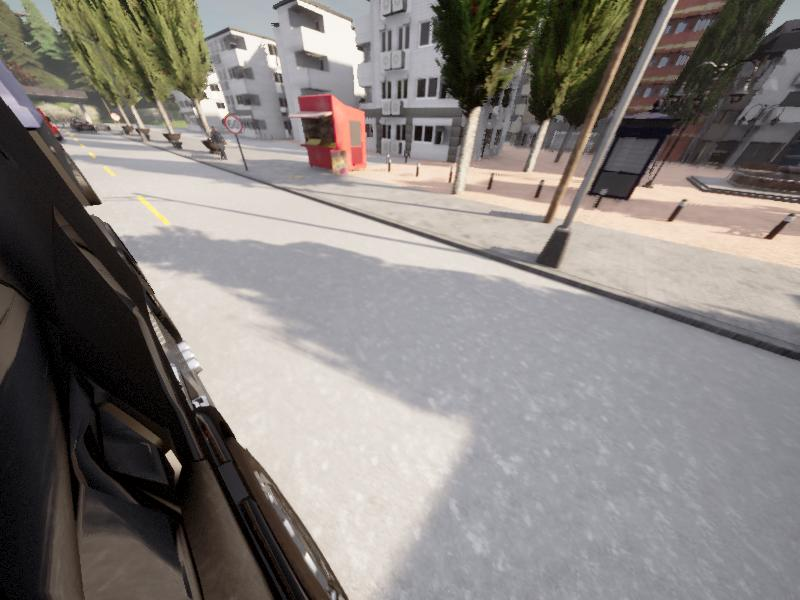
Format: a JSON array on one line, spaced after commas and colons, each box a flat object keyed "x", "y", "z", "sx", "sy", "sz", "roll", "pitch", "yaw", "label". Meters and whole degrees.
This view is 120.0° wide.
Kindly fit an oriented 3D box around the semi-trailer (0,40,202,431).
[{"x": -8.722, "y": -3.579, "z": 4.220, "sx": 14.254, "sy": 4.402, "sz": 2.717, "roll": 28, "pitch": 44, "yaw": 30, "label": "semi-trailer"}]

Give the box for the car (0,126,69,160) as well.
[{"x": -22.133, "y": -9.510, "z": 13.921, "sx": 4.181, "sy": 1.385, "sz": 1.994, "roll": 28, "pitch": 44, "yaw": 30, "label": "car"}]

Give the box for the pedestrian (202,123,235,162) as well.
[{"x": -10.781, "y": -9.361, "z": 13.766, "sx": 0.751, "sy": 1.860, "sz": 0.751, "roll": 23, "pitch": 41, "yaw": 25, "label": "pedestrian"}]

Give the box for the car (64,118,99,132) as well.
[{"x": -48.154, "y": -26.424, "z": 34.895, "sx": 4.974, "sy": 1.542, "sz": 2.038, "roll": 24, "pitch": 42, "yaw": 27, "label": "car"}]

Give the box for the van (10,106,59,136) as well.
[{"x": -43.584, "y": -21.484, "z": 27.704, "sx": 5.915, "sy": 2.561, "sz": 1.988, "roll": 29, "pitch": 44, "yaw": 30, "label": "van"}]

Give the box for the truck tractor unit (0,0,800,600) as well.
[{"x": -2.645, "y": -0.295, "z": 0.351, "sx": 6.516, "sy": 4.208, "sz": 3.053, "roll": 28, "pitch": 44, "yaw": 30, "label": "truck tractor unit"}]

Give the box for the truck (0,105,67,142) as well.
[{"x": -34.034, "y": -16.307, "z": 21.408, "sx": 5.204, "sy": 2.467, "sz": 2.627, "roll": 28, "pitch": 44, "yaw": 30, "label": "truck"}]

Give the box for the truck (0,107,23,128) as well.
[{"x": -63.653, "y": -28.029, "z": 35.346, "sx": 5.204, "sy": 2.467, "sz": 2.627, "roll": -20, "pitch": 40, "yaw": -27, "label": "truck"}]
